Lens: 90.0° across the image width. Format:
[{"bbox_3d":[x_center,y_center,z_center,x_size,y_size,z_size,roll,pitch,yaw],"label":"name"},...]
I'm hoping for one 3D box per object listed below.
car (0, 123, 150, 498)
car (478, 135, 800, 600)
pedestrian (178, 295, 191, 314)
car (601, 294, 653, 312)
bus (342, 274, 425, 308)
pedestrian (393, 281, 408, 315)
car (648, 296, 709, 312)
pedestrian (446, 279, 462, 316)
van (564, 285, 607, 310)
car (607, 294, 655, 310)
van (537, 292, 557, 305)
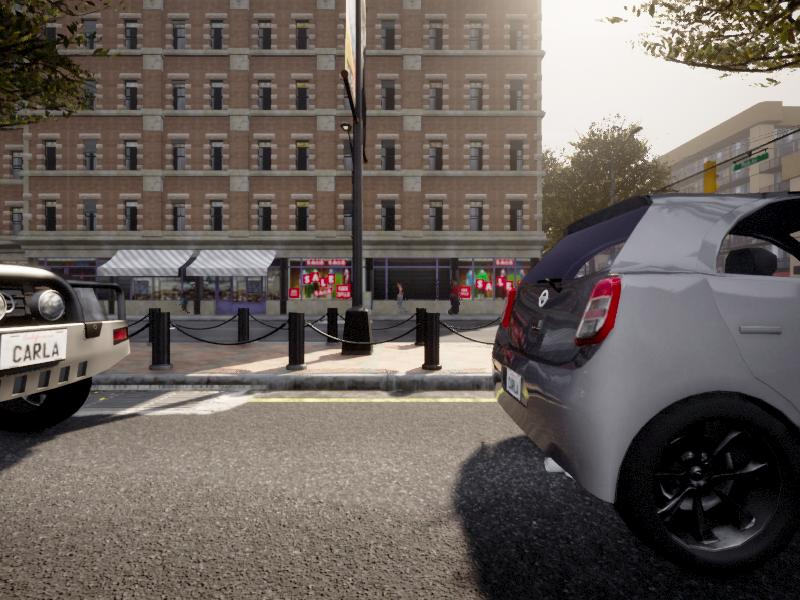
[{"bbox_3d":[-4.281,0.053,2.201,4.605,1.855,1.932,0,0,0],"label":"car"},{"bbox_3d":[2.425,0.226,2.192,3.633,1.501,1.845,0,0,0],"label":"car"},{"bbox_3d":[-12.376,0.267,22.981,0.500,1.100,0.500,0,0,-3],"label":"pedestrian"},{"bbox_3d":[20.184,0.242,35.853,1.837,1.490,4.892,0,0,0],"label":"car"},{"bbox_3d":[-2.059,-1.133,51.914,10.273,4.253,3.944,0,0,0],"label":"bus"},{"bbox_3d":[0.017,-0.115,22.036,0.751,1.860,0.751,0,0,5],"label":"pedestrian"},{"bbox_3d":[23.693,0.341,34.300,1.895,1.301,4.718,0,0,0],"label":"car"},{"bbox_3d":[2.802,-0.115,20.760,0.751,1.860,0.751,0,0,4],"label":"pedestrian"},{"bbox_3d":[20.136,-0.280,43.771,1.988,2.561,5.915,0,0,0],"label":"van"},{"bbox_3d":[23.652,0.198,41.198,1.801,1.575,5.366,0,0,0],"label":"car"},{"bbox_3d":[30.422,-0.286,83.072,1.988,2.561,5.915,0,0,0],"label":"van"}]
